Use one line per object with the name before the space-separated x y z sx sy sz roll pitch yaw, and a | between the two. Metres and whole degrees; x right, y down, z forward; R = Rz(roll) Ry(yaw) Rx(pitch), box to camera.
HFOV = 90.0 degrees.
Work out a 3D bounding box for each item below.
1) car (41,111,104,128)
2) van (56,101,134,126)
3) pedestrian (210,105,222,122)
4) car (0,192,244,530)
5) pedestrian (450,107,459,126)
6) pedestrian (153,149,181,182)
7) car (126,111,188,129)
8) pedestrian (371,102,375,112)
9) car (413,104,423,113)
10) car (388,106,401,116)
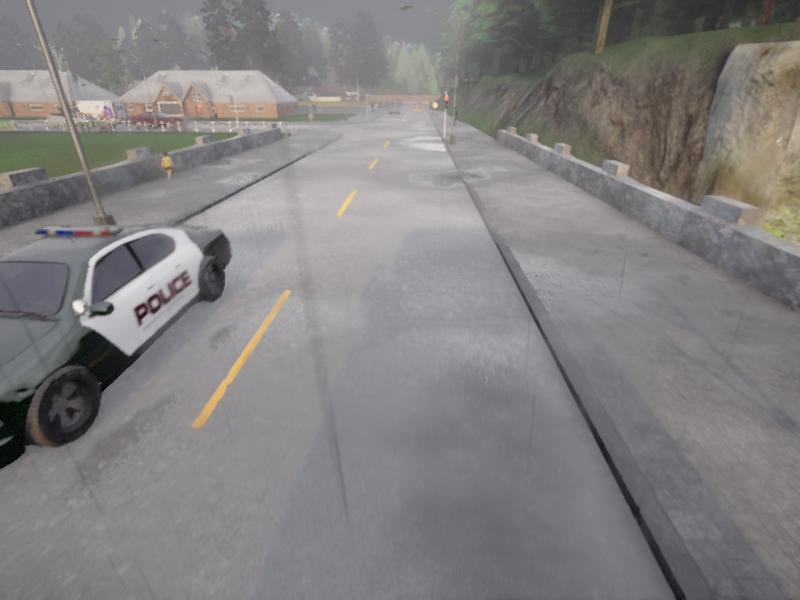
car | -33.636 -18.600 41.190 4.514 1.525 2.007 1 27 2
van | -33.860 -20.831 44.566 6.366 2.431 2.351 1 27 2
pedestrian | -22.443 -22.801 48.846 0.751 1.860 0.751 1 27 2
car | -4.055 -0.024 5.015 2.038 1.542 4.974 1 27 2
pedestrian | 5.985 -20.208 43.970 0.751 1.860 0.751 2 27 4
pedestrian | -8.755 -5.075 15.066 0.500 1.100 0.500 0 27 -1
car | -24.755 -18.419 40.886 5.008 1.535 1.882 2 27 3
pedestrian | -5.504 -38.854 80.402 0.751 1.860 0.751 -2 27 -5
car | 3.575 -38.020 79.422 1.801 1.575 5.366 1 27 2
car | -0.951 -32.460 68.736 1.994 1.385 4.181 1 27 2
